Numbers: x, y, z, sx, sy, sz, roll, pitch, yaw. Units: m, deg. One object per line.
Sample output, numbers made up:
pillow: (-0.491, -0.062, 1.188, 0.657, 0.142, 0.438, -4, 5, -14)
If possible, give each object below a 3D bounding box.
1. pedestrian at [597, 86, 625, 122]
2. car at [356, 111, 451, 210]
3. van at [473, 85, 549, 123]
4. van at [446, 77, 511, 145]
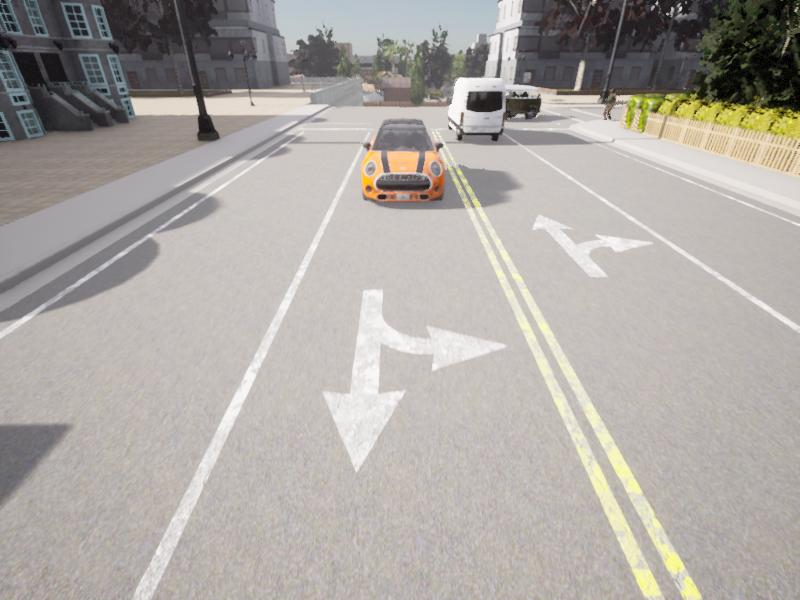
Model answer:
pedestrian: (12.480, -11.594, 23.656, 0.751, 1.860, 0.751, -9, 32, -16)
car: (0.082, -4.116, 11.271, 2.097, 1.767, 4.553, 0, 30, 0)
van: (7.275, -12.920, 26.203, 4.480, 2.038, 2.069, -18, 34, -29)
van: (3.621, -9.501, 19.744, 1.988, 2.561, 5.915, 0, 30, 0)
